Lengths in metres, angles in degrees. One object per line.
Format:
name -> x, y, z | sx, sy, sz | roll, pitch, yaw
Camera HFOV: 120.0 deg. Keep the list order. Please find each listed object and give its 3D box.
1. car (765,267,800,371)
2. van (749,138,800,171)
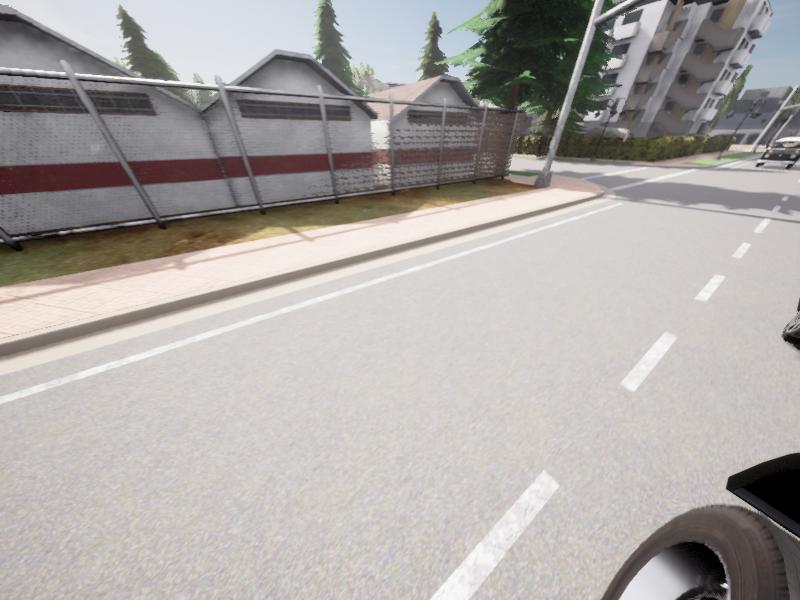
car -> 6.645, -0.020, 2.597 | 3.806, 1.475, 1.970 | -21, 40, -26
van -> 31.149, -11.902, 18.717 | 4.480, 2.038, 2.069 | -21, 40, -26
